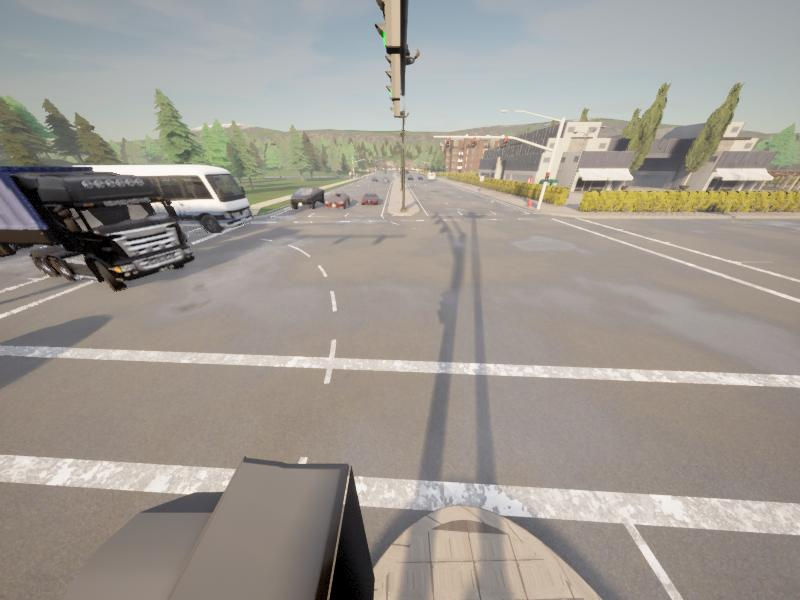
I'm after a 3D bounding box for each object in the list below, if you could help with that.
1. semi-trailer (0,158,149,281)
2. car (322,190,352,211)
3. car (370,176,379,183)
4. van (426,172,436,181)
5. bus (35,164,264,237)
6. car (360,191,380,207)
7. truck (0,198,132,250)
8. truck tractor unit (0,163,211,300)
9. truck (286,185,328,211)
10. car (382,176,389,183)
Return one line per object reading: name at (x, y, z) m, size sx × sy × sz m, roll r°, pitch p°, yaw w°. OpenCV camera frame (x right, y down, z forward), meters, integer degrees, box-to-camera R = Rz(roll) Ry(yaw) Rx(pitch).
semi-trailer at (-20.235, -3.568, 10.061) m, size 14.254 × 4.402 × 2.717 m, roll 2°, pitch 30°, yaw 3°
car at (-7.127, -11.616, 26.802) m, size 2.152 × 1.651 × 5.027 m, roll 0°, pitch 30°, yaw -1°
car at (-7.750, -36.844, 70.590) m, size 2.038 × 1.542 × 4.974 m, roll 0°, pitch 30°, yaw 0°
van at (10.646, -43.007, 80.369) m, size 2.351 × 2.431 × 6.366 m, roll 0°, pitch 30°, yaw 0°
bus at (-16.569, -7.218, 16.563) m, size 10.273 × 4.253 × 3.944 m, roll -1°, pitch 30°, yaw -1°
car at (-3.661, -12.569, 28.705) m, size 1.994 × 1.385 × 4.181 m, roll 0°, pitch 30°, yaw -1°
truck at (-20.617, -4.582, 13.778) m, size 5.204 × 2.467 × 2.627 m, roll 0°, pitch 30°, yaw 0°
truck tractor unit at (-12.415, -3.037, 9.337) m, size 6.516 × 4.208 × 3.053 m, roll 9°, pitch 31°, yaw 15°
truck at (-10.635, -12.029, 27.039) m, size 2.390 × 2.098 × 6.274 m, roll 0°, pitch 30°, yaw -1°
car at (-4.220, -35.343, 67.893) m, size 2.033 × 1.649 × 4.856 m, roll 0°, pitch 30°, yaw 0°
